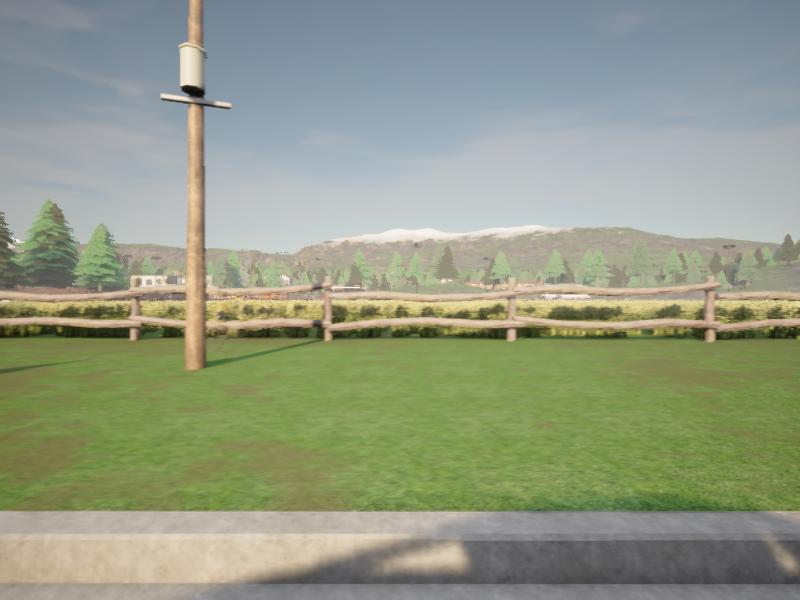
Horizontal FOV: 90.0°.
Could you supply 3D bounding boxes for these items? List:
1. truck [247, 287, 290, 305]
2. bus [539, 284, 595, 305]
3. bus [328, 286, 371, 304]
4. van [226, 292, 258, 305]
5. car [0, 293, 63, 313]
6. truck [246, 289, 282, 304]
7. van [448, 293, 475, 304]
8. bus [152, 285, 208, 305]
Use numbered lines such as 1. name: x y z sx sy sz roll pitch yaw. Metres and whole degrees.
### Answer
1. truck: -28.847 -0.936 87.978 8.468 3.827 2.891 0 0 0
2. bus: 35.370 -1.125 84.892 10.273 4.253 3.944 0 0 0
3. bus: -12.347 -1.144 98.679 10.273 4.253 3.944 0 0 0
4. van: -33.276 -0.312 84.459 5.915 2.561 1.988 0 0 0
5. car: -31.813 0.216 33.551 2.038 1.542 4.974 0 0 24
6. truck: -34.892 -0.938 102.577 8.468 3.827 2.891 0 0 -29
7. van: 13.996 -0.294 91.672 5.915 2.561 1.988 0 0 0
8. bus: -48.224 -1.157 88.017 10.273 4.253 3.944 0 0 0
